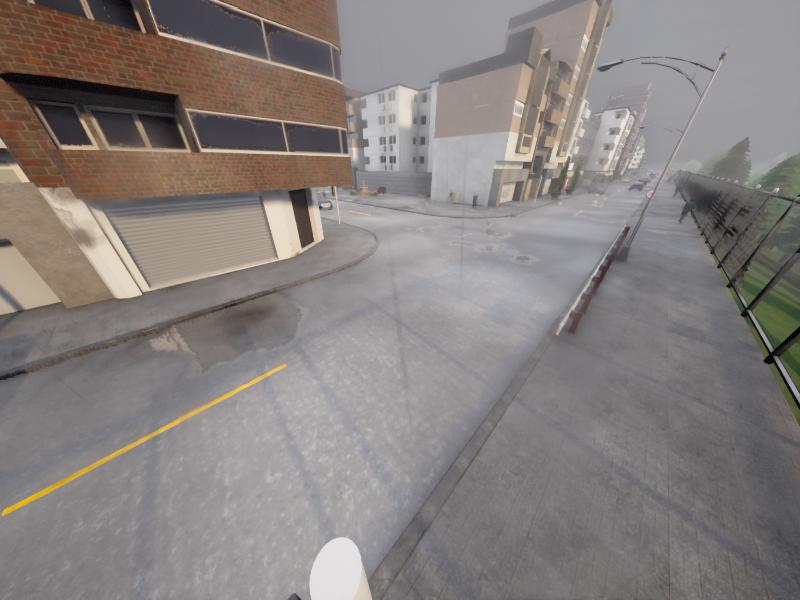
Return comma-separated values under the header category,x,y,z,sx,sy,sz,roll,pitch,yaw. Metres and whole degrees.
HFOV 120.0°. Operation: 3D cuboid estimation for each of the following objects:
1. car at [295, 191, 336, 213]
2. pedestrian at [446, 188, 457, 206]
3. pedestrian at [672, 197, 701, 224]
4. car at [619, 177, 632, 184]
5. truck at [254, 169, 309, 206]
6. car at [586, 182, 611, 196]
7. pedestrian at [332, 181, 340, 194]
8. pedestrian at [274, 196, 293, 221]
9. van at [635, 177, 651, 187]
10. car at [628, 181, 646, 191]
category,x,y,z,sx,sy,sz,roll,pitch,yaw
car,-9.329,-10.849,25.377,2.033,1.649,4.856,-26,39,-37
pedestrian,5.988,-11.971,26.859,0.751,1.860,0.751,19,35,29
pedestrian,22.925,-7.172,18.519,0.751,1.860,0.751,26,39,37
car,63.446,-33.602,64.872,5.366,1.575,1.801,-27,39,-38
truck,-15.596,-14.898,30.194,2.891,3.827,8.468,-26,39,-38
car,33.279,-18.630,38.688,4.553,1.767,2.097,-27,39,-38
pedestrian,-10.599,-18.684,38.459,0.751,1.860,0.751,26,39,37
pedestrian,-9.714,-7.622,19.281,0.751,1.860,0.751,9,31,16
van,57.992,-28.241,55.141,4.442,1.987,1.775,-27,39,-38
car,47.412,-22.742,46.100,4.892,1.490,1.837,-27,39,-38
